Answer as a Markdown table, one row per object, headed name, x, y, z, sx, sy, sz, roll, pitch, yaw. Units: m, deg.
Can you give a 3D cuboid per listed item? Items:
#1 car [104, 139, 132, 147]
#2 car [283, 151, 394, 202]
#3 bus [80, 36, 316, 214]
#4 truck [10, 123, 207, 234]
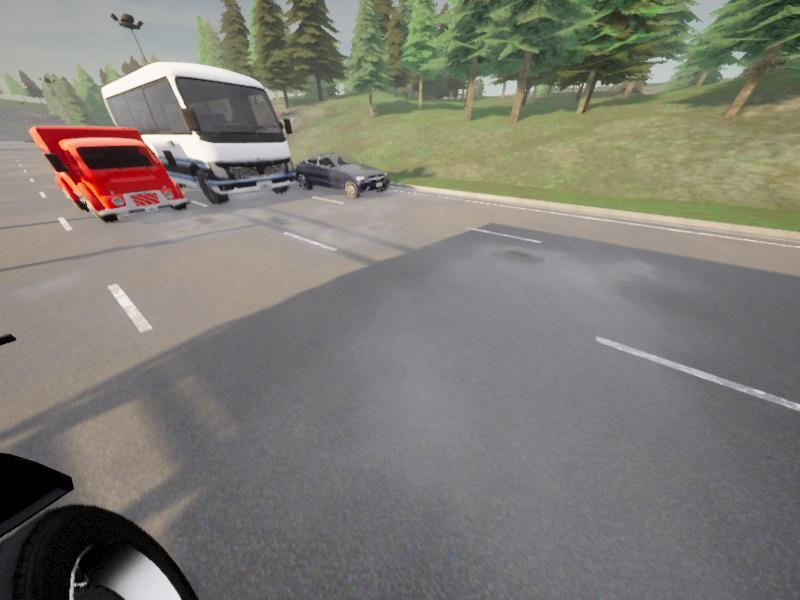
| name | x | y | z | sx | sy | sz | roll | pitch | yaw |
| --- | --- | --- | --- | --- | --- | --- | --- | --- | --- |
| car | -67.691 | -37.716 | 55.552 | 2.128 | 1.511 | 4.902 | -10 | 37 | -15 |
| car | -2.967 | -6.149 | 11.195 | 5.027 | 1.651 | 2.152 | 22 | 41 | 28 |
| bus | -9.228 | -7.410 | 10.647 | 10.273 | 4.253 | 3.944 | 22 | 41 | 28 |
| truck | -9.753 | -4.345 | 7.841 | 5.204 | 2.467 | 2.627 | 22 | 41 | 28 |
